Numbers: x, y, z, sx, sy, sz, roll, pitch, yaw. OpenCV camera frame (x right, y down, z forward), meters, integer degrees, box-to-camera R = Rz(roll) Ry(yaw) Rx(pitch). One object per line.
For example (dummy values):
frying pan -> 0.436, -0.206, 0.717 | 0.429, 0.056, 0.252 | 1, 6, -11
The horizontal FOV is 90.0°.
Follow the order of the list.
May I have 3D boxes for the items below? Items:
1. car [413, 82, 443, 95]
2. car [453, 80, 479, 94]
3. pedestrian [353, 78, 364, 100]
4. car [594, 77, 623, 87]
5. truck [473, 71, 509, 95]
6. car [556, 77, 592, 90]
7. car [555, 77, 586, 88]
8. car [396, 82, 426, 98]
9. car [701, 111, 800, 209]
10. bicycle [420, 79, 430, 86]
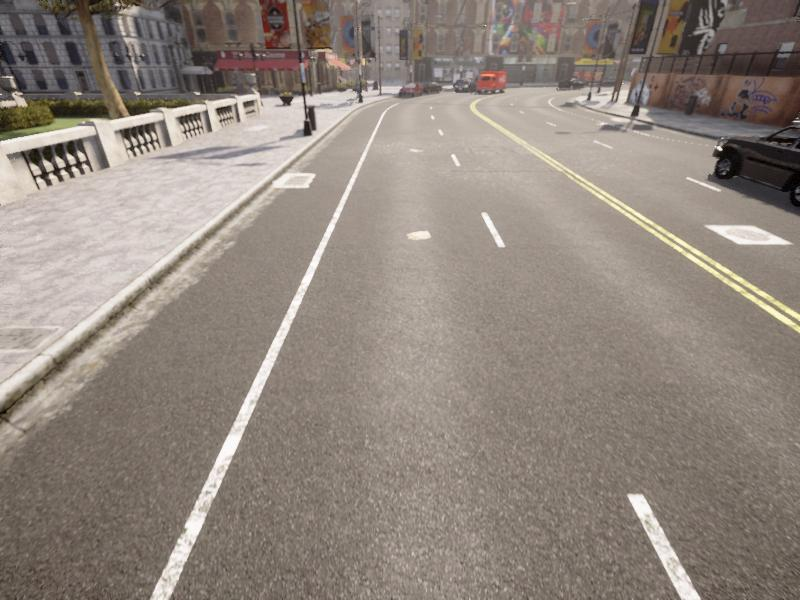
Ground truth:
car -> 3.560, -26.767, 50.541 | 1.895, 1.301, 4.718 | 16, 34, 26
car -> 8.696, -28.130, 52.789 | 1.970, 1.475, 3.806 | 17, 34, 26
pedestrian -> -4.108, -20.935, 39.657 | 0.751, 1.860, 0.751 | 5, 31, 9
car -> 36.545, -38.244, 70.103 | 3.806, 1.475, 1.970 | -8, 31, -13
truck -> 11.560, -27.580, 50.776 | 2.627, 2.467, 5.204 | 17, 34, 26
car -> 26.060, -32.417, 59.881 | 5.238, 1.638, 1.930 | -17, 34, -26
car -> 29.085, -37.123, 68.122 | 4.514, 1.525, 2.007 | -12, 32, -19
car -> 1.336, -24.168, 45.943 | 2.002, 1.452, 4.674 | 11, 32, 17
car -> 10.777, -3.767, 10.603 | 1.932, 1.855, 4.605 | 0, 30, 1
bicycle -> 4.148, -36.650, 67.466 | 1.643, 1.024, 0.373 | 0, 20, 0
